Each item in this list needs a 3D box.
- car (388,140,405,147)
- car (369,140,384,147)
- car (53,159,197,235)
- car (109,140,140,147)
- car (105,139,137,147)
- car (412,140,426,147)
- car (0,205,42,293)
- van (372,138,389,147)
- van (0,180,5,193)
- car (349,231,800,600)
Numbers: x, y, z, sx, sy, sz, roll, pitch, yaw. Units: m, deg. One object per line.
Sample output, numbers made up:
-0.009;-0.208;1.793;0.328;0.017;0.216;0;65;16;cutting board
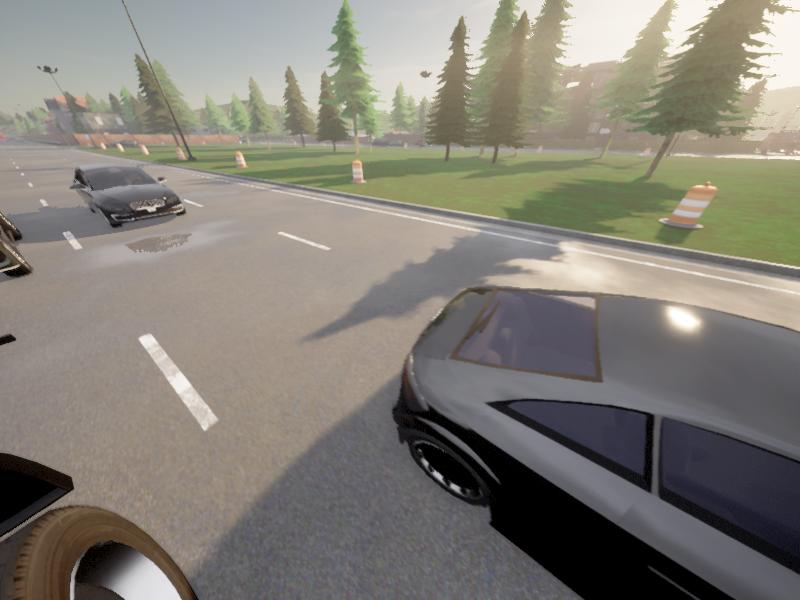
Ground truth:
-0.998;-46.035;67.903;4.611;1.667;2.242;22;41;28;car
-7.012;-46.021;67.847;3.988;1.617;1.851;22;41;28;car
-9.310;-3.687;7.783;4.892;1.490;1.837;22;41;28;car
-70.224;-40.090;59.061;2.007;1.525;4.514;12;37;17;car
-73.209;-41.327;60.726;2.242;1.667;4.611;13;37;18;car
5.528;-45.855;67.663;3.705;1.549;1.789;22;41;28;car
-9.450;-1.338;4.341;5.027;1.651;2.152;22;41;28;car
-5.378;-43.079;63.286;4.442;1.987;1.775;22;41;28;van
-21.406;-6.328;11.023;4.442;1.987;1.775;22;41;28;van
1.995;0.942;1.403;4.181;1.385;1.994;22;41;28;car
